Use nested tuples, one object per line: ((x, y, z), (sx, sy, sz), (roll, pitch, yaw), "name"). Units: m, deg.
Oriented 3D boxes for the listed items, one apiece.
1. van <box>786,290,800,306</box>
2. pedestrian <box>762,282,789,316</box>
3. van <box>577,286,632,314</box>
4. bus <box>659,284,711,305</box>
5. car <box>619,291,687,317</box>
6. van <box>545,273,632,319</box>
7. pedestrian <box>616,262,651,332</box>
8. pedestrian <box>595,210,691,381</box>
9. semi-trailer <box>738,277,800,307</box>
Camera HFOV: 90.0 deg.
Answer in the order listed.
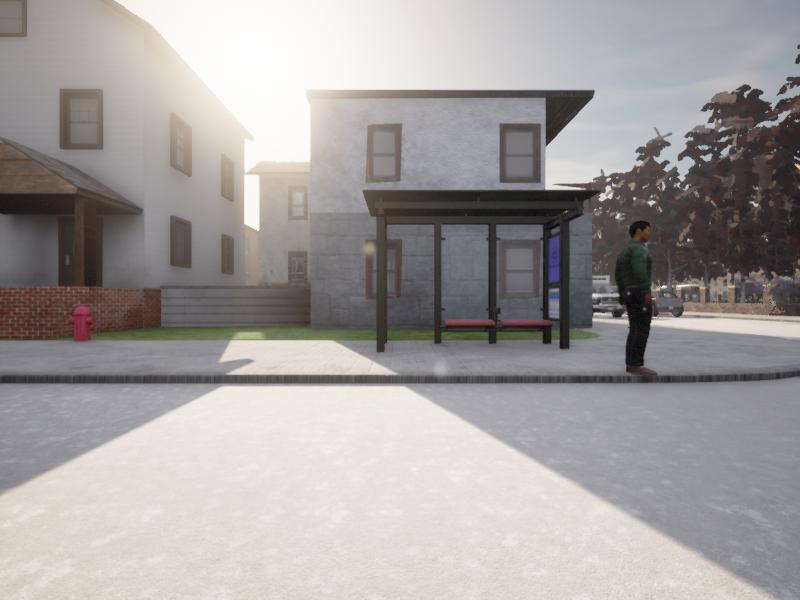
((64.587, -0.279, 62.914), (1.988, 2.561, 5.915), (0, 0, 0), "van")
((20.631, -0.067, 22.000), (0.751, 1.860, 0.751), (0, 0, -1), "pedestrian")
((15.481, -0.002, 30.586), (1.775, 1.987, 4.442), (0, 0, -2), "van")
((60.720, -1.135, 85.621), (3.944, 4.253, 10.273), (0, 0, 0), "bus")
((15.398, 0.226, 24.580), (1.845, 1.501, 3.633), (0, 0, -1), "car")
((11.251, -0.222, 24.582), (2.351, 2.431, 6.366), (0, 0, 0), "van")
((6.510, -0.076, 11.196), (0.751, 1.860, 0.751), (0, 0, 23), "pedestrian")
((2.857, -0.054, 4.784), (0.751, 1.860, 0.751), (0, 0, 9), "pedestrian")
((60.771, -1.219, 63.273), (2.717, 4.402, 14.254), (0, 0, 1), "semi-trailer")
